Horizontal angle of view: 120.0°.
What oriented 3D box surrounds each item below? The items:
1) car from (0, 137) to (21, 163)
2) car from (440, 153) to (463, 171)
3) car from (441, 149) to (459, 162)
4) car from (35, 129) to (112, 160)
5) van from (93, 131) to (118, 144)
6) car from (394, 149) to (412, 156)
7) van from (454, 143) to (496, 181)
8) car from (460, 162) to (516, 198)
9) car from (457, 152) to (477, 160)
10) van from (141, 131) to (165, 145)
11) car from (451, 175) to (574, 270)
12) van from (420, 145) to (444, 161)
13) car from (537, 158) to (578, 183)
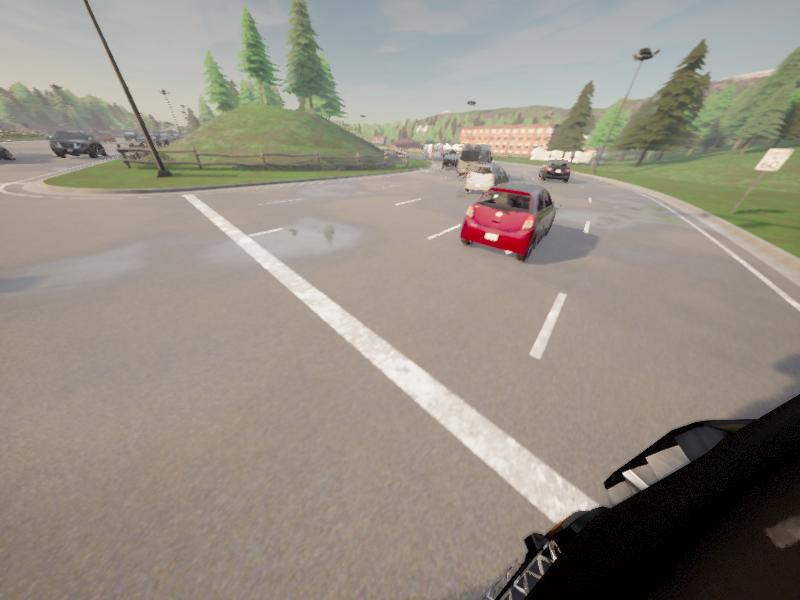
[{"bbox_3d":[-28.569,-10.038,15.409,1.970,1.475,3.806,-19,40,-30],"label":"car"},{"bbox_3d":[6.487,-17.175,28.596,1.930,1.638,5.238,12,35,13],"label":"car"},{"bbox_3d":[9.929,-29.050,46.372,1.905,1.878,3.866,-6,35,-14],"label":"car"},{"bbox_3d":[-28.974,-14.038,20.839,2.150,2.045,5.566,-19,40,-30],"label":"car"},{"bbox_3d":[-60.347,-33.442,47.484,1.775,1.987,4.442,-19,40,-30],"label":"van"},{"bbox_3d":[0.608,-39.320,61.435,2.033,1.411,5.357,-19,40,-29],"label":"car"},{"bbox_3d":[7.051,-12.828,21.340,1.988,2.561,5.915,19,37,21],"label":"van"},{"bbox_3d":[5.386,-7.351,13.940,1.845,1.501,3.633,24,39,28],"label":"car"},{"bbox_3d":[16.472,-35.713,57.173,1.837,1.490,4.892,-14,37,-23],"label":"car"},{"bbox_3d":[-56.188,-36.980,52.682,2.351,2.431,6.366,-19,40,-30],"label":"van"},{"bbox_3d":[3.209,-2.408,6.391,1.845,1.501,3.633,26,40,29],"label":"car"},{"bbox_3d":[6.288,-29.622,46.466,2.351,2.431,6.366,-7,35,-15],"label":"van"},{"bbox_3d":[15.043,-12.641,22.451,2.242,1.667,4.611,15,36,16],"label":"car"}]
